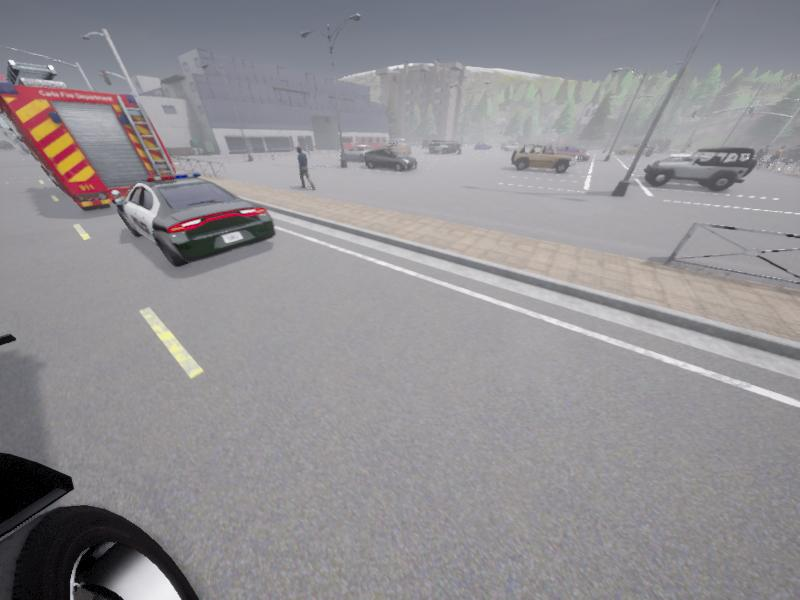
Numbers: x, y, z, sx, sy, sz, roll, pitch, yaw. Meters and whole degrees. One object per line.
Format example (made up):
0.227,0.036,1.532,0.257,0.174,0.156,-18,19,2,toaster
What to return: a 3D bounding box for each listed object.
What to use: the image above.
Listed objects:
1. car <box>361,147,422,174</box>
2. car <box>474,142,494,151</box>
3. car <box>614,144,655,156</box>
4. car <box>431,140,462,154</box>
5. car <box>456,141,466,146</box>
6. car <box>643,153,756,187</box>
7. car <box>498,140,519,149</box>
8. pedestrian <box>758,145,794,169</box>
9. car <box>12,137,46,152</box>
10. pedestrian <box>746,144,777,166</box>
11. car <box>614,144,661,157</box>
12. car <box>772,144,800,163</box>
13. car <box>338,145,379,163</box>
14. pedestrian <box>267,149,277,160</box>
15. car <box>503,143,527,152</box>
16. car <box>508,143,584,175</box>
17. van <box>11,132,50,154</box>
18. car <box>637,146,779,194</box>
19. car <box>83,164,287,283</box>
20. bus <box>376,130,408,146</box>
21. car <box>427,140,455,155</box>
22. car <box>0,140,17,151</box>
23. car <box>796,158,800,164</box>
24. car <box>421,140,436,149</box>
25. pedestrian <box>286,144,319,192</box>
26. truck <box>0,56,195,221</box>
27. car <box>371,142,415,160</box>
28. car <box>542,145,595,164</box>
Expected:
-0.739,-11.261,18.561,4.514,1.523,2.007,22,41,28,car
18.760,-34.508,51.818,3.633,1.501,1.845,22,41,28,car
39.974,-25.765,39.518,4.514,1.523,2.007,22,41,28,car
7.872,-26.096,39.322,4.605,1.855,1.932,22,41,28,car
20.793,-53.320,78.719,1.816,1.474,4.193,22,41,28,car
18.372,-8.237,14.528,3.806,1.475,1.970,22,41,28,car
29.569,-42.441,63.041,4.605,1.855,1.932,22,41,28,car
34.855,-13.300,21.455,0.751,1.860,0.751,23,41,28,pedestrian
-62.680,-26.343,39.022,5.566,2.045,2.150,23,41,29,car
36.526,-14.646,23.377,0.751,1.860,0.751,22,41,28,pedestrian
38.198,-24.288,37.395,5.027,1.636,2.152,22,41,28,car
52.246,-19.290,30.364,1.905,1.878,3.866,23,41,28,car
-4.357,-15.402,24.294,3.806,1.475,1.970,22,41,28,car
-14.904,-16.972,26.916,0.500,1.100,0.500,22,41,28,pedestrian
23.077,-30.605,46.333,3.806,1.475,1.970,22,41,28,car
11.443,-11.294,18.353,4.605,1.855,1.932,22,41,28,car
-55.418,-23.512,34.628,5.915,2.561,1.988,23,41,28,van
15.947,-7.122,12.434,3.866,1.878,1.905,22,41,28,car
-5.395,-2.275,5.767,4.974,1.542,2.038,23,41,28,car
-2.857,-54.186,77.385,10.273,4.253,3.944,22,41,28,bus
6.523,-24.616,37.177,3.866,1.878,1.905,22,41,28,car
-70.881,-27.379,40.900,1.837,1.490,4.892,-28,44,-34,car
48.443,-16.118,26.151,2.007,1.525,4.514,23,41,28,car
7.148,-39.009,57.980,1.905,1.878,3.866,22,41,28,car
-4.596,-6.266,10.977,0.751,1.860,0.751,18,39,23,pedestrian
-12.637,-6.232,9.335,8.468,3.827,2.891,23,41,28,truck
-0.898,-18.574,28.684,5.027,1.636,2.152,22,41,28,car
19.246,-16.711,26.445,4.514,1.523,2.007,22,41,28,car
